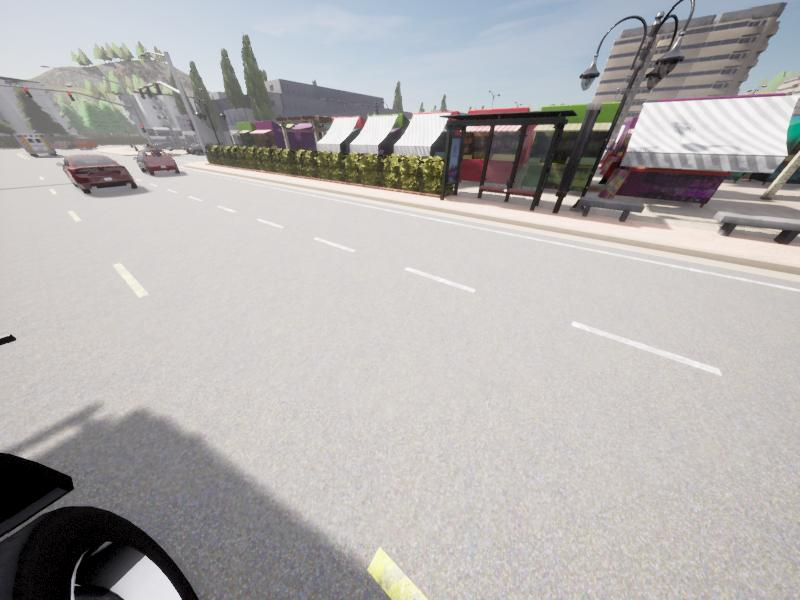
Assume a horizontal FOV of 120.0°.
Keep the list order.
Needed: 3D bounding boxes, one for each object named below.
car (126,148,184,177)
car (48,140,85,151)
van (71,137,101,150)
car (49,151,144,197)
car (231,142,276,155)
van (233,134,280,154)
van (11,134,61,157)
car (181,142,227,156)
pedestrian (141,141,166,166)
[{"bbox_3d":[-17.695,-10.005,16.668,3.633,1.501,1.845,25,42,31],"label":"car"},{"bbox_3d":[-67.111,-31.222,46.606,2.152,1.651,5.027,-16,38,-21],"label":"car"},{"bbox_3d":[-63.315,-31.653,46.683,1.775,1.987,4.442,-18,39,-24],"label":"van"},{"bbox_3d":[-15.540,-6.563,11.790,5.008,1.535,1.882,23,41,28],"label":"car"},{"bbox_3d":[-22.387,-23.338,35.518,1.801,1.575,5.366,24,42,30],"label":"car"},{"bbox_3d":[-23.700,-26.109,38.612,1.988,2.561,5.915,24,41,29],"label":"van"},{"bbox_3d":[-48.968,-20.840,31.052,6.366,2.431,2.351,22,40,27],"label":"van"},{"bbox_3d":[-28.458,-22.053,33.700,2.007,1.525,4.514,24,41,30],"label":"car"},{"bbox_3d":[-21.996,-13.067,20.655,0.751,1.860,0.751,26,43,32],"label":"pedestrian"}]
